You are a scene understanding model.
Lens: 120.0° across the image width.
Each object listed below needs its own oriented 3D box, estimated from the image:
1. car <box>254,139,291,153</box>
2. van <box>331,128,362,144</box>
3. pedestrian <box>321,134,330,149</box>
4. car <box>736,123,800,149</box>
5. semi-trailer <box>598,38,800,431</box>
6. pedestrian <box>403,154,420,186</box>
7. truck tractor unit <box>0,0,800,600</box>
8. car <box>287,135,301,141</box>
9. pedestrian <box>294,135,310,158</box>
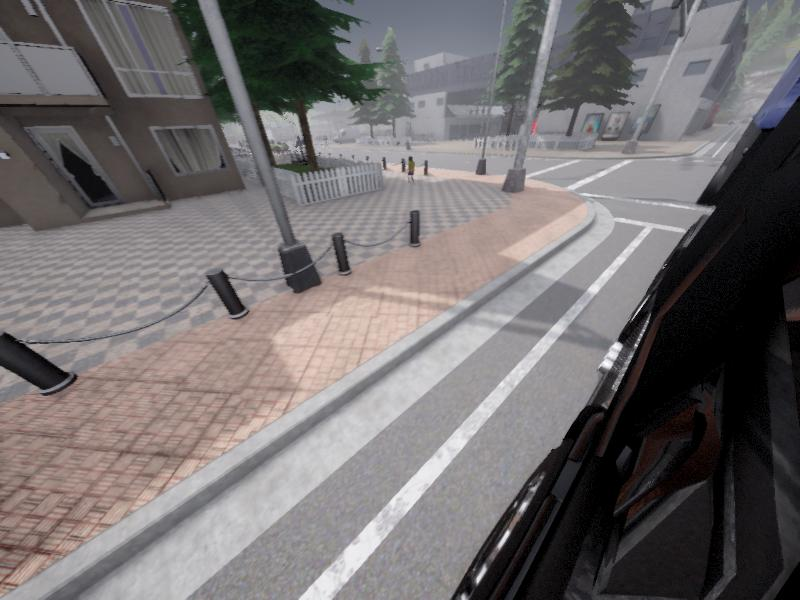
[{"bbox_3d":[-19.542,-23.666,35.465,4.514,1.525,2.007,7,38,12],"label":"car"},{"bbox_3d":[-11.414,-35.059,49.387,5.915,2.561,1.988,-29,44,-31],"label":"van"},{"bbox_3d":[-11.870,-25.163,36.675,0.751,1.860,0.751,29,47,35],"label":"pedestrian"},{"bbox_3d":[27.166,-12.204,17.147,4.181,1.385,1.994,-28,44,-30],"label":"car"},{"bbox_3d":[8.690,-3.604,4.246,14.254,4.402,2.717,-28,43,-30],"label":"semi-trailer"},{"bbox_3d":[0.513,-5.625,9.994,0.500,1.100,0.500,-30,44,-32],"label":"pedestrian"},{"bbox_3d":[2.645,-0.295,0.351,6.516,4.208,3.053,-28,44,-30],"label":"truck tractor unit"},{"bbox_3d":[-35.031,-53.382,76.156,2.152,1.636,5.027,-29,44,-31],"label":"car"},{"bbox_3d":[-9.634,-15.093,22.746,0.751,1.860,0.751,-29,44,-31],"label":"pedestrian"}]
